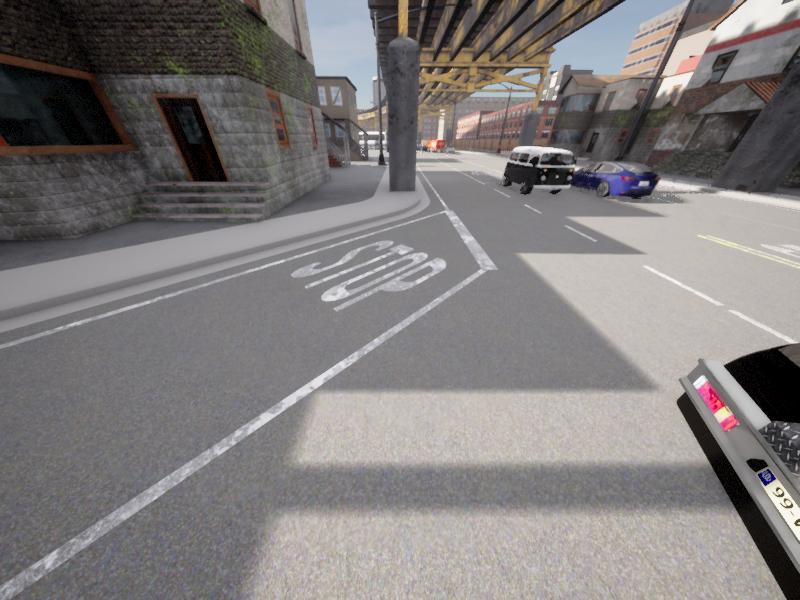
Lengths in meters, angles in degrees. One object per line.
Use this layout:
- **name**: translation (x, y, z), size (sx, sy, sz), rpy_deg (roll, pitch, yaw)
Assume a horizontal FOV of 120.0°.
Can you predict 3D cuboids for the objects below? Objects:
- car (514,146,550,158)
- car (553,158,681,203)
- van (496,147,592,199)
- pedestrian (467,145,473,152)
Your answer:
- **car**: translation (22.767, -25.625, 39.855), size (4.974, 1.542, 2.038), rpy_deg (18, 38, 24)
- **car**: translation (10.665, -6.387, 12.041), size (2.163, 1.488, 4.792), rpy_deg (0, 35, 0)
- **van**: translation (7.165, -6.915, 12.300), size (2.069, 2.038, 4.480), rpy_deg (0, 34, 0)
- **pedestrian**: translation (16.502, -35.760, 54.440), size (0.751, 1.300, 0.751), rpy_deg (-17, 38, -24)
